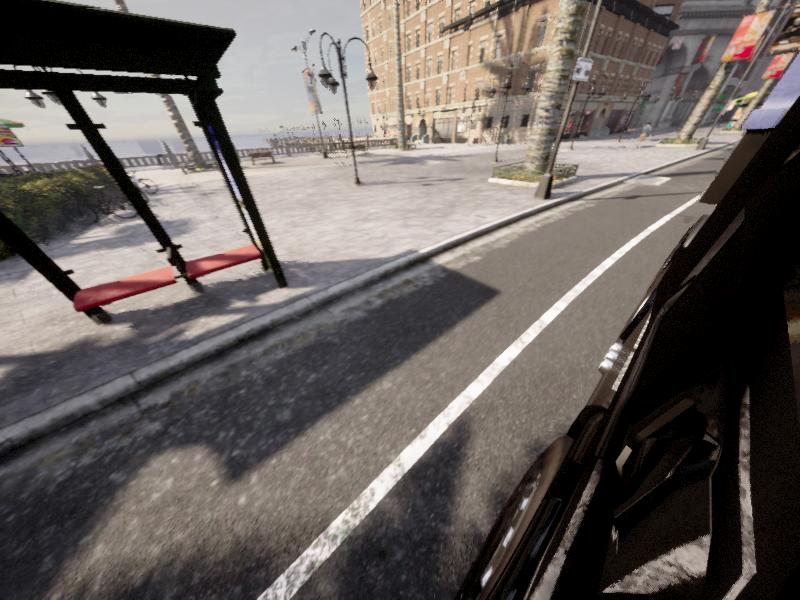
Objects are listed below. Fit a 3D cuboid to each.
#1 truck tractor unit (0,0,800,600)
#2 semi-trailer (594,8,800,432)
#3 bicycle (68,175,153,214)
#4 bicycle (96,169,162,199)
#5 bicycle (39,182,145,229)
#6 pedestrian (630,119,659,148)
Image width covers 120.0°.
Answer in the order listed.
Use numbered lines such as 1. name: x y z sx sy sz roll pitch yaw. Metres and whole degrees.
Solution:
1. truck tractor unit: 2.645 -0.295 0.352 6.516 4.208 3.053 -28 44 -30
2. semi-trailer: 8.935 -3.423 3.994 14.254 4.402 2.717 -25 42 -27
3. bicycle: -10.549 -3.897 8.530 1.643 1.024 0.373 -24 42 -26
4. bicycle: -12.279 -5.315 10.555 1.643 1.024 0.373 -24 42 -26
5. bicycle: -9.395 -2.952 7.179 1.643 1.024 0.373 -24 42 -26
6. pedestrian: 19.678 -13.396 18.599 0.751 1.860 0.751 -23 41 -25
